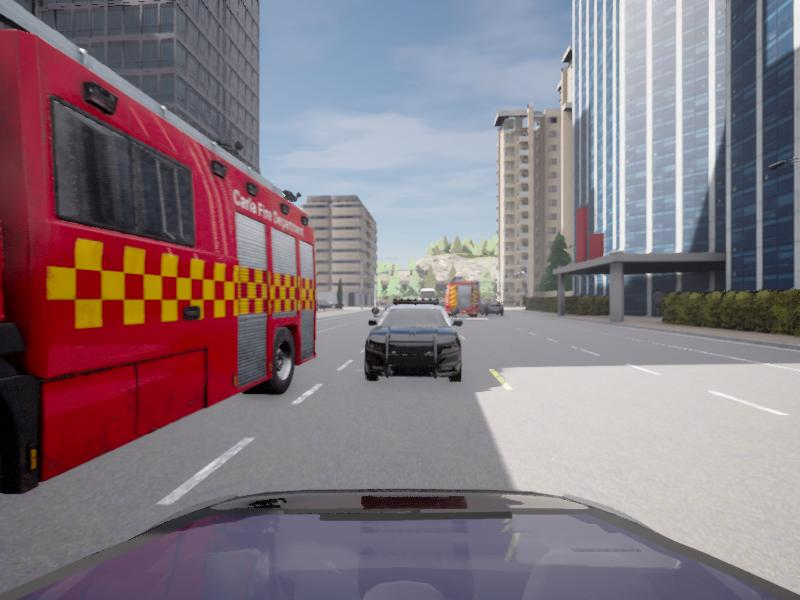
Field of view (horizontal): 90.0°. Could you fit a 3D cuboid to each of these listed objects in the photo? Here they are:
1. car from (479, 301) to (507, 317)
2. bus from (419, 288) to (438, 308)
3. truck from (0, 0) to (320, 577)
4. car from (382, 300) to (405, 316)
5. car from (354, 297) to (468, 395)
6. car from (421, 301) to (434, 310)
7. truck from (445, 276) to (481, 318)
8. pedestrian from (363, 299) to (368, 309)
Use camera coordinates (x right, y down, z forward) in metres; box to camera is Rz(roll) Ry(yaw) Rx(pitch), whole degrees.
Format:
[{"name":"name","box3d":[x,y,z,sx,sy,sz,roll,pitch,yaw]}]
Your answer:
[{"name":"car","box3d":[9.826,0.906,42.597,2.128,1.511,4.902,0,0,4]},{"name":"bus","box3d":[6.426,-0.399,90.241,3.944,4.253,10.273,0,0,4]},{"name":"truck","box3d":[-3.551,-0.314,4.511,2.891,3.827,8.468,0,0,5]},{"name":"car","box3d":[-0.630,0.844,43.561,2.033,1.649,4.856,0,0,4]},{"name":"car","box3d":[0.372,0.787,9.392,1.930,1.638,5.238,0,0,4]},{"name":"car","box3d":[5.180,0.940,74.918,2.242,1.667,4.611,0,0,4]},{"name":"truck","box3d":[6.158,-0.256,40.371,2.891,3.827,8.468,0,0,4]},{"name":"pedestrian","box3d":[-6.465,0.747,75.116,0.751,1.860,0.751,0,0,-1]}]
